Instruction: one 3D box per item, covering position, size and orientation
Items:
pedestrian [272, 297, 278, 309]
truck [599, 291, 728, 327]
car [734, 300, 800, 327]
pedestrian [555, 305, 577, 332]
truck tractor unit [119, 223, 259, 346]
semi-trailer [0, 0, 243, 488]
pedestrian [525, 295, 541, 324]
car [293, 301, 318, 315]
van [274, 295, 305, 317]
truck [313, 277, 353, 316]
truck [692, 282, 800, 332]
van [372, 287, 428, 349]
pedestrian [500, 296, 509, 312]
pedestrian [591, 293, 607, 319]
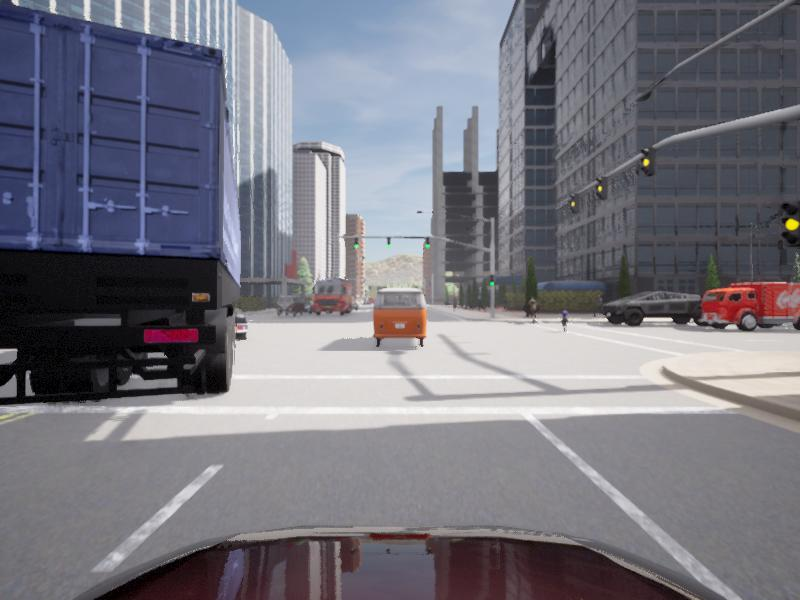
[{"bbox_3d":[-18.560,0.439,59.298,0.751,1.860,0.751,0,0,-7],"label":"pedestrian"},{"bbox_3d":[15.836,0.523,24.355,6.274,2.098,2.390,0,0,1],"label":"truck"},{"bbox_3d":[23.669,0.783,24.218,5.366,1.575,1.801,0,0,1],"label":"car"},{"bbox_3d":[8.141,0.902,19.632,0.751,1.300,0.751,0,0,-7],"label":"pedestrian"},{"bbox_3d":[-9.113,-0.537,16.958,6.516,4.208,3.053,0,0,41],"label":"truck tractor unit"},{"bbox_3d":[-5.510,-0.635,10.096,2.717,4.402,14.254,1,0,-21],"label":"semi-trailer"},{"bbox_3d":[8.624,0.617,25.959,0.751,1.860,0.751,0,0,1],"label":"pedestrian"},{"bbox_3d":[-10.486,0.819,44.689,1.970,1.475,3.806,0,0,0],"label":"car"},{"bbox_3d":[-10.489,0.569,38.392,1.775,1.987,4.442,0,0,0],"label":"van"},{"bbox_3d":[-6.994,-0.354,42.972,2.891,3.827,8.468,0,0,0],"label":"truck"},{"bbox_3d":[18.740,0.341,20.810,5.204,2.467,2.627,0,0,1],"label":"truck"},{"bbox_3d":[0.003,0.584,15.050,1.775,1.987,4.442,0,0,0],"label":"van"},{"bbox_3d":[12.453,0.445,47.620,0.751,1.860,0.751,0,0,-11],"label":"pedestrian"},{"bbox_3d":[14.420,0.462,28.988,0.751,1.860,0.751,0,0,-5],"label":"pedestrian"}]
